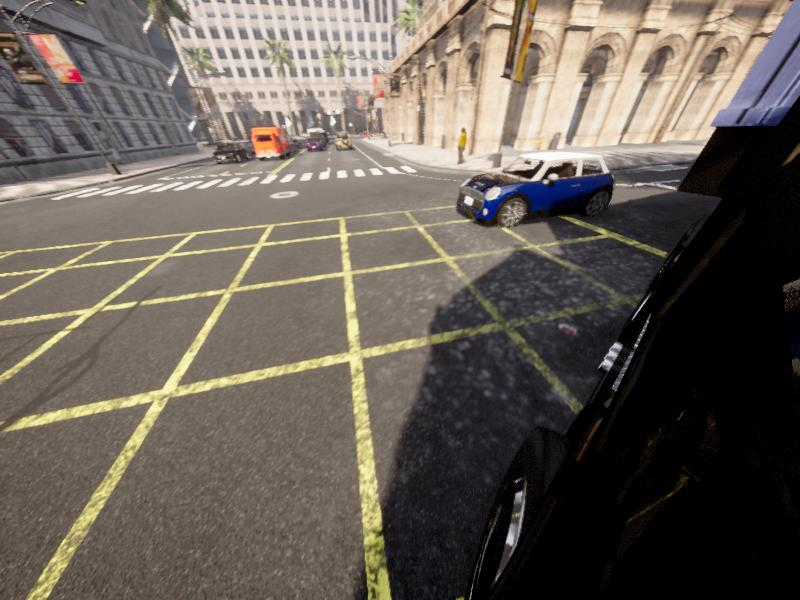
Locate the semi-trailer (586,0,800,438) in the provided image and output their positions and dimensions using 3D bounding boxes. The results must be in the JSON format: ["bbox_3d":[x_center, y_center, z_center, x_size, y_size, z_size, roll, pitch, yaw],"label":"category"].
[{"bbox_3d":[9.659,-2.666,2.945,14.254,4.402,2.717,-15,39,-16],"label":"semi-trailer"}]

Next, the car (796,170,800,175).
[{"bbox_3d":[18.979,-5.627,8.896,4.181,1.385,1.994,-9,38,-9],"label":"car"}]

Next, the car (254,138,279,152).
[{"bbox_3d":[-19.044,-22.201,33.052,1.994,1.385,4.181,-10,38,-10],"label":"car"}]

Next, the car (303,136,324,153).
[{"bbox_3d":[-10.741,-19.540,28.961,1.816,1.474,4.193,-9,38,-9],"label":"car"}]

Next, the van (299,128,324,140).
[{"bbox_3d":[-25.987,-48.906,68.026,6.366,2.431,2.351,-9,37,-9],"label":"van"}]

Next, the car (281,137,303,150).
[{"bbox_3d":[-15.716,-23.023,33.956,1.994,1.385,4.181,-9,37,-8],"label":"car"}]

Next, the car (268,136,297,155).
[{"bbox_3d":[-14.075,-18.803,28.032,1.930,1.638,5.238,-9,38,-9],"label":"car"}]

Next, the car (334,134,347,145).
[{"bbox_3d":[-10.750,-28.944,41.602,1.895,1.301,4.718,-9,37,-9],"label":"car"}]

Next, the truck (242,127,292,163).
[{"bbox_3d":[-12.466,-15.038,22.250,2.627,2.467,5.204,-10,38,-10],"label":"truck"}]

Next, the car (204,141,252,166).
[{"bbox_3d":[-15.686,-13.671,21.428,1.837,1.490,4.892,-10,38,-9],"label":"car"}]

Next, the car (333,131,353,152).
[{"bbox_3d":[-7.312,-20.202,29.318,1.932,1.855,4.605,-10,38,-10],"label":"car"}]

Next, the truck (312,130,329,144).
[{"bbox_3d":[-15.440,-31.934,45.170,2.390,2.098,6.274,-9,37,-9],"label":"truck"}]

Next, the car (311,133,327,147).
[{"bbox_3d":[-13.621,-27.004,38.898,1.930,1.638,5.238,-9,37,-9],"label":"car"}]

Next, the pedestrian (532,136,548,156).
[{"bbox_3d":[9.752,-10.737,16.132,0.500,1.100,0.500,-1,37,2],"label":"pedestrian"}]

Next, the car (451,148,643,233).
[{"bbox_3d":[3.641,-3.109,6.325,3.806,1.475,1.970,-10,38,-9],"label":"car"}]

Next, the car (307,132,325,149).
[{"bbox_3d":[-12.073,-23.156,33.493,1.905,1.878,3.866,-9,38,-9],"label":"car"}]

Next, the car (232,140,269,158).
[{"bbox_3d":[-17.382,-17.881,27.200,2.033,1.411,5.357,-10,38,-9],"label":"car"}]

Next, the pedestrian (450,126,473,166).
[{"bbox_3d":[3.572,-8.986,13.522,0.751,1.860,0.751,-19,40,-21],"label":"pedestrian"}]

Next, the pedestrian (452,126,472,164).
[{"bbox_3d":[3.740,-9.374,14.029,0.751,1.860,0.751,-5,37,-3],"label":"pedestrian"}]

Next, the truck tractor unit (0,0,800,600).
[{"bbox_3d":[2.645,-0.295,0.351,6.516,4.208,3.053,-28,44,-30],"label":"truck tractor unit"}]
